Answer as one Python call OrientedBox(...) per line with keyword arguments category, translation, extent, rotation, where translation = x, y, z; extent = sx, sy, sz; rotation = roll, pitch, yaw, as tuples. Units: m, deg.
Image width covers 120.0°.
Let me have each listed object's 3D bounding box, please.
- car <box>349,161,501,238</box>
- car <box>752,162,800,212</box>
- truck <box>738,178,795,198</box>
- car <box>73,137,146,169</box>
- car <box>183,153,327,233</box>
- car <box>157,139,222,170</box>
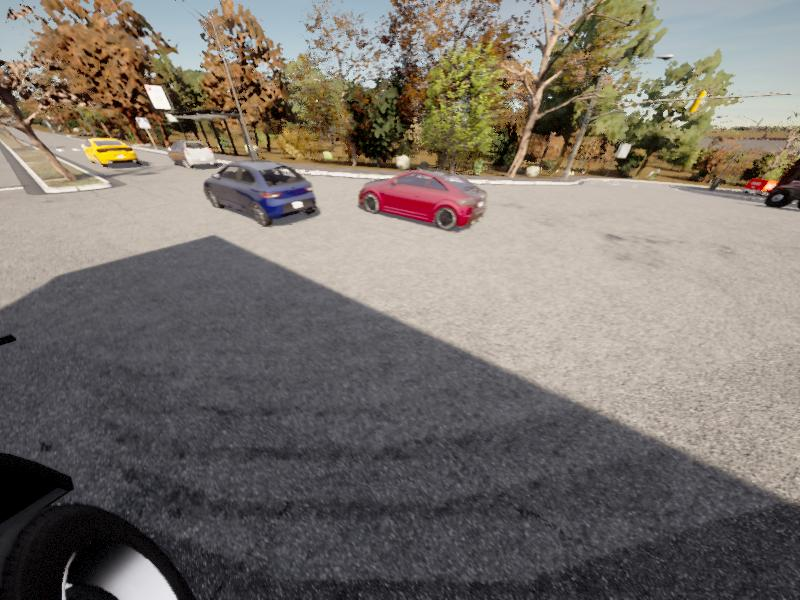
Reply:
OrientedBox(category="car", translation=(0.664, -3.450, 7.439), extent=(4.181, 1.385, 1.994), rotation=(23, 41, 27))
OrientedBox(category="car", translation=(18.664, -4.490, 9.492), extent=(1.905, 1.878, 3.866), rotation=(5, 32, 1))
OrientedBox(category="truck", translation=(65.756, -20.174, 41.575), extent=(5.204, 2.467, 2.627), rotation=(2, 36, -7))
OrientedBox(category="car", translation=(-19.957, -10.184, 15.838), extent=(5.008, 1.535, 1.882), rotation=(23, 42, 27))
OrientedBox(category="car", translation=(-4.562, -3.589, 7.326), extent=(4.193, 1.474, 1.816), rotation=(24, 42, 27))
OrientedBox(category="car", translation=(-14.145, -9.881, 15.555), extent=(3.633, 1.501, 1.845), rotation=(23, 42, 27))
